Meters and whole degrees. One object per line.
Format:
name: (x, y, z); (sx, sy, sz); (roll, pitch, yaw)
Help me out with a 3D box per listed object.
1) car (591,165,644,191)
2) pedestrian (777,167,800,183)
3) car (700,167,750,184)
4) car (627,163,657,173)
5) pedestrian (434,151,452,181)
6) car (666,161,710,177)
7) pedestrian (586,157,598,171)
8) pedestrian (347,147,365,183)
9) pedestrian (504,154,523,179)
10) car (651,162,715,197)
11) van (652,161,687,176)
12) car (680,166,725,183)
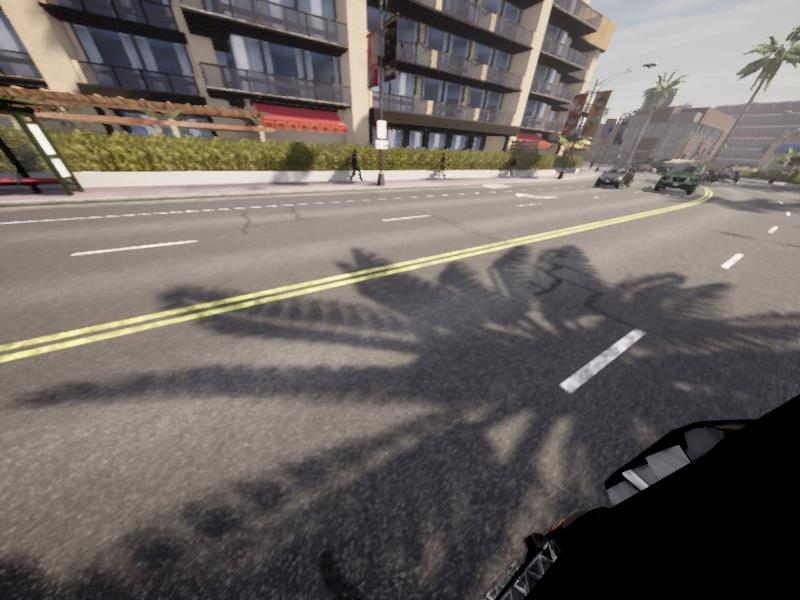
car: (18.373, -10.391, 19.540); (3.988, 1.617, 1.851); (-20, 40, -31)
pedestrian: (56.243, -18.053, 33.405); (0.751, 1.860, 0.751); (17, 36, 21)
car: (45.792, -17.775, 32.728); (2.152, 1.651, 5.027); (20, 37, 24)
car: (49.130, -26.944, 46.992); (1.994, 1.385, 4.181); (7, 34, 6)
pedestrian: (3.161, -9.916, 17.121); (0.751, 1.860, 0.751); (-20, 40, -30)
car: (50.795, -23.279, 41.015); (2.150, 2.045, 5.566); (13, 35, 15)
pedestrian: (30.734, -21.727, 36.997); (0.751, 1.860, 0.751); (20, 37, 24)
pedestrian: (-2.742, -8.376, 14.354); (0.751, 1.860, 0.751); (-17, 38, -27)
pedestrian: (10.315, -12.161, 21.045); (0.751, 1.860, 0.751); (-14, 37, -24)
car: (22.855, -9.830, 18.639); (5.566, 2.045, 2.150); (-22, 41, -33)
van: (46.289, -22.711, 39.862); (1.775, 1.987, 4.442); (15, 35, 17)
car: (40.615, -17.055, 31.203); (2.242, 1.667, 4.611); (22, 38, 26)
